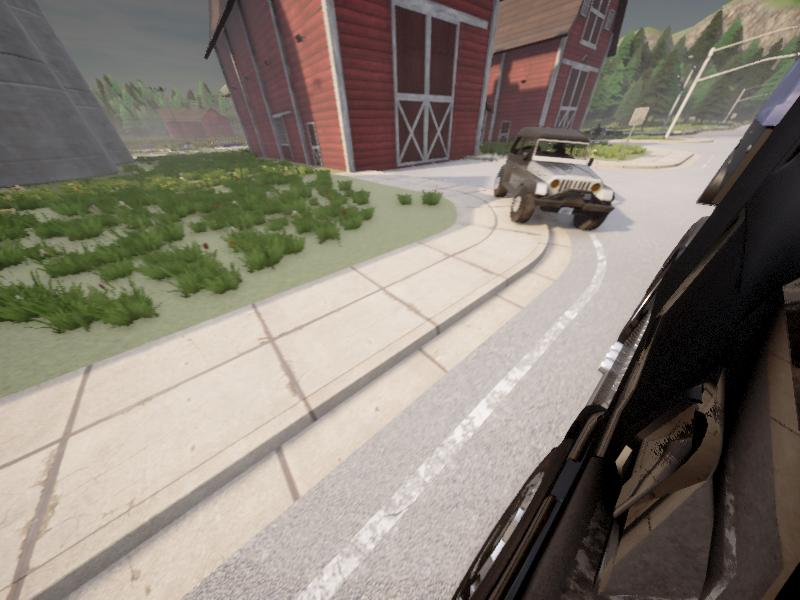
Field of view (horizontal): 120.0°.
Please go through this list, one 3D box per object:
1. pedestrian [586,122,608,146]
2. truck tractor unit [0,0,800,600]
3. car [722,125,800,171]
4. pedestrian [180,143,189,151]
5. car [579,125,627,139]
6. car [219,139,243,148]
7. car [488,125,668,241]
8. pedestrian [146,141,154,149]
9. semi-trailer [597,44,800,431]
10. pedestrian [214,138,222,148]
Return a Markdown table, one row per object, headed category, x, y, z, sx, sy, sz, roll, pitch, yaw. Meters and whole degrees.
| category | x | y | z | sx | sy | sz | roll | pitch | yaw |
| --- | --- | --- | --- | --- | --- | --- | --- | --- | --- |
| pedestrian | 18.840 | -15.878 | 22.131 | 0.751 | 1.860 | 0.751 | -15 | 38 | -17 |
| truck tractor unit | 2.645 | -0.295 | 0.351 | 6.516 | 4.208 | 3.053 | -28 | 44 | -30 |
| car | 19.616 | -8.185 | 12.288 | 4.611 | 1.667 | 2.242 | -28 | 43 | -30 |
| pedestrian | -43.140 | -30.505 | 46.148 | 0.751 | 1.300 | 0.751 | -21 | 40 | -24 |
| car | 32.099 | -26.591 | 36.700 | 1.930 | 1.638 | 5.238 | -27 | 43 | -30 |
| car | -44.006 | -40.779 | 60.266 | 4.611 | 1.667 | 2.242 | -27 | 43 | -30 |
| car | 3.898 | -3.368 | 6.149 | 1.905 | 1.878 | 3.866 | 7 | 39 | 4 |
| pedestrian | -72.758 | -45.207 | 67.296 | 0.751 | 1.860 | 0.751 | -30 | 44 | -32 |
| semi-trailer | 8.709 | -3.592 | 4.227 | 14.254 | 4.402 | 2.717 | -28 | 44 | -30 |
| pedestrian | -41.562 | -35.814 | 52.809 | 0.751 | 1.860 | 0.751 | -27 | 43 | -29 |
